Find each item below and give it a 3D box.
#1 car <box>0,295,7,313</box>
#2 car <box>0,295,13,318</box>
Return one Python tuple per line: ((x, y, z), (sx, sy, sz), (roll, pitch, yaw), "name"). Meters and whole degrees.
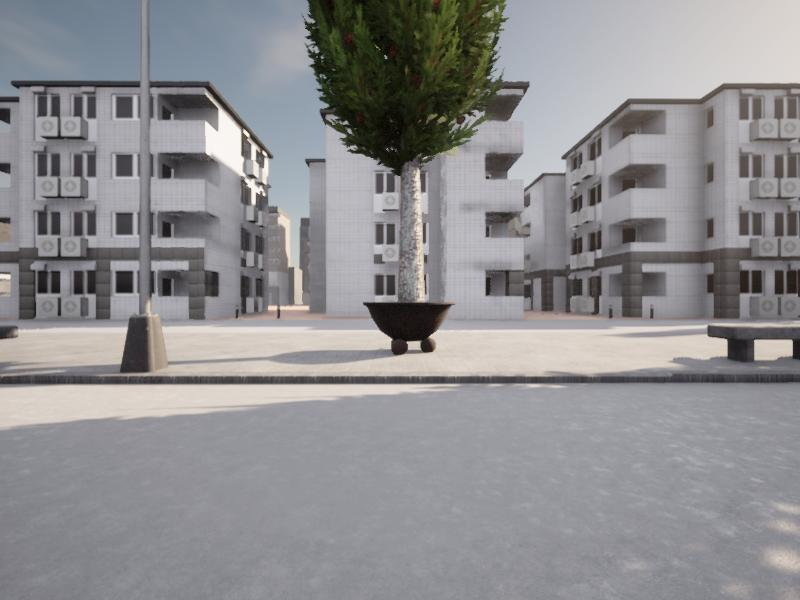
((-28.996, 0.278, 26.027), (1.853, 1.218, 4.536), (0, 0, 30), "car")
((-28.970, 0.435, 26.073), (2.038, 1.542, 4.974), (0, 0, 30), "car")
